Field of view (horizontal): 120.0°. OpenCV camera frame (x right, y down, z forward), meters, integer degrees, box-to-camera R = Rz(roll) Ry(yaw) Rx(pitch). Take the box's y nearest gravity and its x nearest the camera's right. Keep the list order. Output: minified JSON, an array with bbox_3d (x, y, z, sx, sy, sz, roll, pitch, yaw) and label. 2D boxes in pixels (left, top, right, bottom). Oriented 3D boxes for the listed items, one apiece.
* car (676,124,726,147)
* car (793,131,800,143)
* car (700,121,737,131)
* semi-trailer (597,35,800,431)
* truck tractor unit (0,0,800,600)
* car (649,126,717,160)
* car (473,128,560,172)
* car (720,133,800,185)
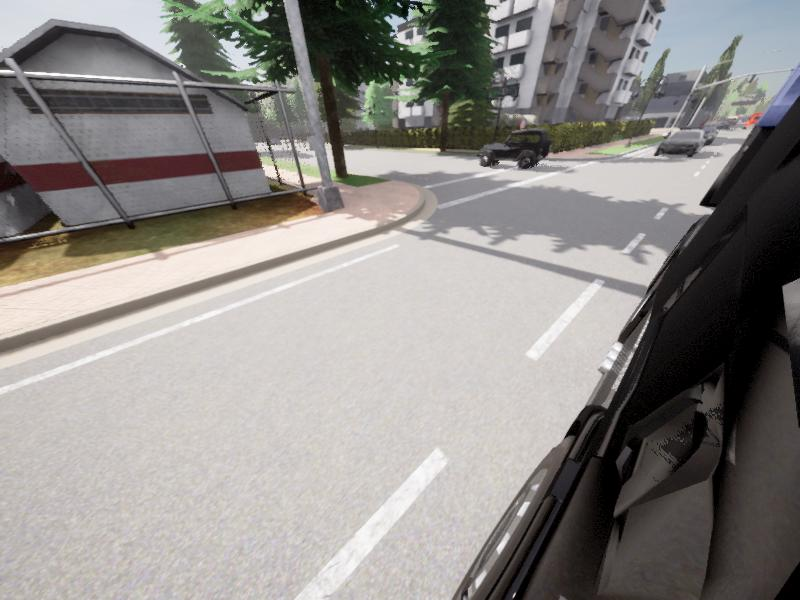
[{"bbox_3d":[28.484,-15.564,21.850,4.974,1.542,2.038,-28,44,-30],"label":"car"},{"bbox_3d":[38.965,-15.663,21.390,5.366,1.575,1.801,-28,44,-30],"label":"car"},{"bbox_3d":[60.024,-32.815,43.571,4.674,1.442,1.812,-10,37,-11],"label":"car"},{"bbox_3d":[8.742,-3.549,4.222,14.254,4.402,2.717,-27,43,-30],"label":"semi-trailer"},{"bbox_3d":[2.645,-0.295,0.351,6.516,4.208,3.053,-28,44,-30],"label":"truck tractor unit"},{"bbox_3d":[19.517,-10.881,15.902,5.238,1.638,1.930,-28,44,-30],"label":"car"},{"bbox_3d":[6.721,-8.916,13.646,3.866,1.878,1.905,23,45,30],"label":"car"},{"bbox_3d":[15.675,-6.061,9.729,3.806,1.475,1.970,-28,43,-30],"label":"car"}]
